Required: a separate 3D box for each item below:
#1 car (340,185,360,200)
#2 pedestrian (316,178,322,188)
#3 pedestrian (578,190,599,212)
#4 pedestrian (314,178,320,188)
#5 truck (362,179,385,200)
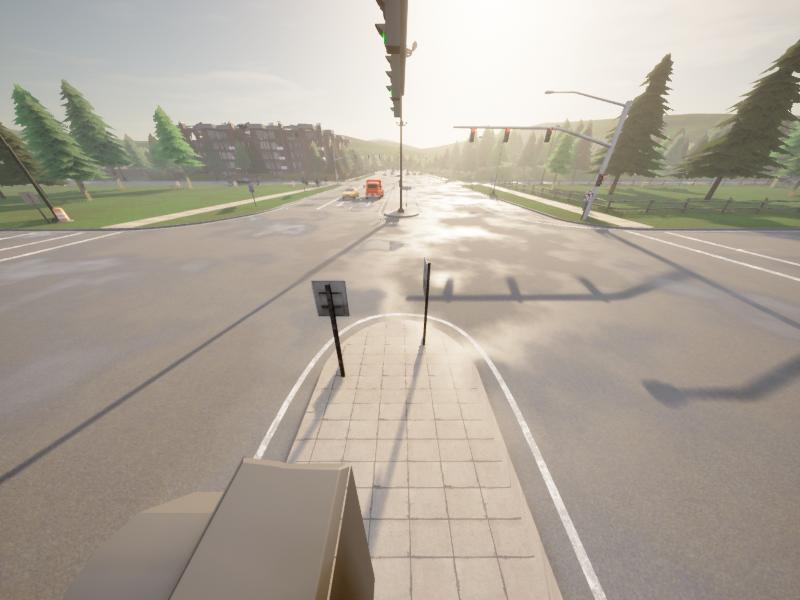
[{"bbox_3d":[-7.276,-15.886,34.078,1.801,1.575,5.366,0,30,0],"label":"car"},{"bbox_3d":[-17.328,-25.067,49.310,0.751,1.860,0.751,2,30,4],"label":"pedestrian"},{"bbox_3d":[18.514,-9.706,22.704,0.751,1.860,0.751,1,30,2],"label":"pedestrian"},{"bbox_3d":[-17.452,-24.574,48.456,0.751,1.860,0.751,2,30,3],"label":"pedestrian"},{"bbox_3d":[-3.776,-16.286,33.841,2.627,2.467,5.204,0,30,0],"label":"truck"}]
